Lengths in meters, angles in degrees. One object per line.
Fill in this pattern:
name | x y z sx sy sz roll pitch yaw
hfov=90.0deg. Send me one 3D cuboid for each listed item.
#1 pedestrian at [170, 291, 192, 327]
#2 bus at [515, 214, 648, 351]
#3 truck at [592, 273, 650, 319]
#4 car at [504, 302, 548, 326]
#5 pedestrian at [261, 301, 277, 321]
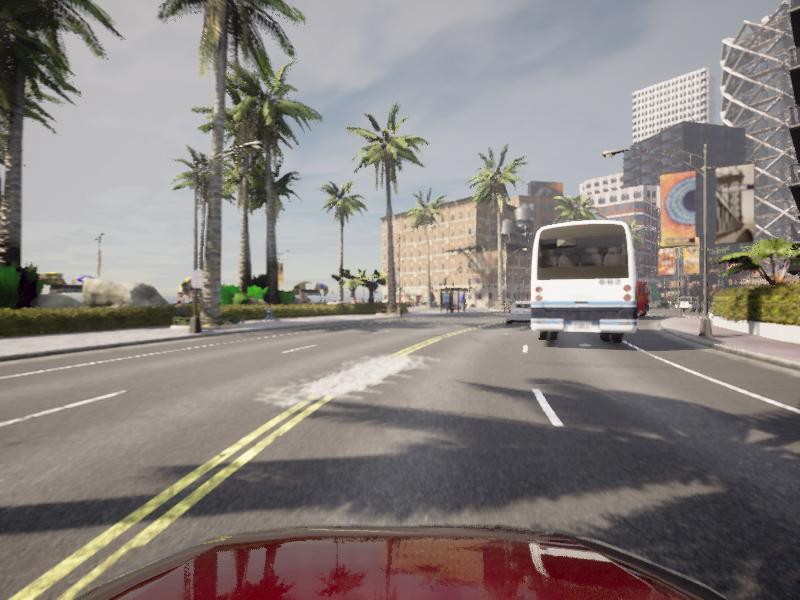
pedestrian | -11.588 0.473 21.148 0.751 1.860 0.751 0 0 30
bus | 7.759 -0.532 17.874 3.944 4.253 10.273 0 0 22
truck | 20.727 -0.315 37.250 2.891 3.827 8.468 0 0 42
car | 8.330 0.853 26.269 1.970 1.475 3.806 0 0 29
pedestrian | -8.902 0.753 27.220 0.751 1.300 0.751 0 0 28
